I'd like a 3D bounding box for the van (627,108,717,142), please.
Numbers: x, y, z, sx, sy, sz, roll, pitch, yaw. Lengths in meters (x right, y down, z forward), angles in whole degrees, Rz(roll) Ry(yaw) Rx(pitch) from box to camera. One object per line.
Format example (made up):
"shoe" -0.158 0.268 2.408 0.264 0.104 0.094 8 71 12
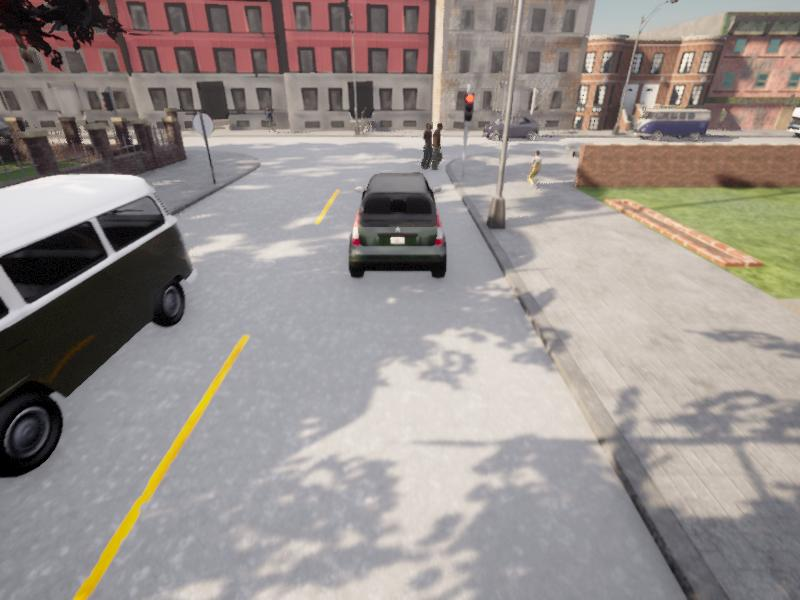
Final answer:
"van" 18.444 -11.982 27.343 4.442 1.987 1.775 0 28 0

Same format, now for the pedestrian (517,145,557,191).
"pedestrian" 4.456 -4.324 13.072 0.751 1.300 0.751 -10 29 -19

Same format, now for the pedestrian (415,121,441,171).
"pedestrian" 1.168 -6.538 16.947 0.751 1.860 0.751 17 32 30

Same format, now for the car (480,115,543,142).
"car" 7.523 -11.735 27.338 3.633 1.501 1.845 -1 28 -2

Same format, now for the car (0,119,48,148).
"car" -24.470 -9.946 23.860 4.892 1.490 1.837 0 28 -1

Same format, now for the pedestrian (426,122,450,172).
"pedestrian" 1.550 -6.292 16.476 0.751 1.860 0.751 -3 28 -6

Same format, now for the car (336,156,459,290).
"car" -0.039 -1.801 8.188 1.851 1.617 3.988 0 28 0

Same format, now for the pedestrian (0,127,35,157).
"pedestrian" -18.805 -7.758 19.614 0.751 1.300 0.751 -5 28 -9

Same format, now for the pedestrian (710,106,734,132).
"pedestrian" 26.358 -14.836 32.788 0.751 1.860 0.751 -3 28 -6

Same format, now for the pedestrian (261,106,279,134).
"pedestrian" -9.791 -13.587 30.208 0.751 1.860 0.751 4 28 7

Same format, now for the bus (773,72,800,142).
"bus" 32.574 -12.913 26.712 10.273 4.253 3.944 0 28 0

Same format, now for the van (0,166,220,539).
"van" -4.037 0.025 4.206 2.069 2.038 4.480 0 28 0

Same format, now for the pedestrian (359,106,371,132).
"pedestrian" -2.761 -14.351 31.690 0.751 1.860 0.751 0 28 0
